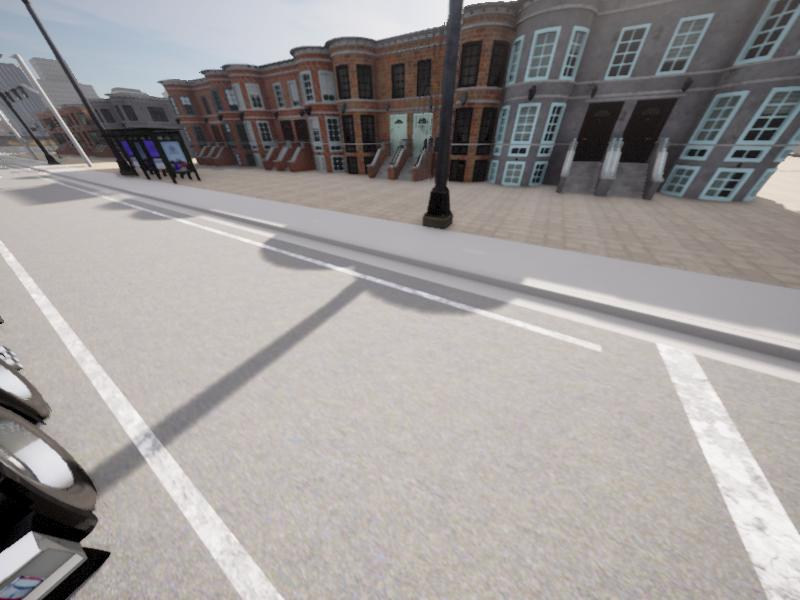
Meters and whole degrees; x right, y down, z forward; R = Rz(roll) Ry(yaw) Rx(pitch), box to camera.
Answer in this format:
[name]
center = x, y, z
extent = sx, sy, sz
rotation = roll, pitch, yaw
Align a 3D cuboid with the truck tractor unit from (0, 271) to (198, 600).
[truck tractor unit]
center = -5.122, -0.290, 0.761
extent = 6.516, 4.208, 3.053
rotation = 18, 39, 24
